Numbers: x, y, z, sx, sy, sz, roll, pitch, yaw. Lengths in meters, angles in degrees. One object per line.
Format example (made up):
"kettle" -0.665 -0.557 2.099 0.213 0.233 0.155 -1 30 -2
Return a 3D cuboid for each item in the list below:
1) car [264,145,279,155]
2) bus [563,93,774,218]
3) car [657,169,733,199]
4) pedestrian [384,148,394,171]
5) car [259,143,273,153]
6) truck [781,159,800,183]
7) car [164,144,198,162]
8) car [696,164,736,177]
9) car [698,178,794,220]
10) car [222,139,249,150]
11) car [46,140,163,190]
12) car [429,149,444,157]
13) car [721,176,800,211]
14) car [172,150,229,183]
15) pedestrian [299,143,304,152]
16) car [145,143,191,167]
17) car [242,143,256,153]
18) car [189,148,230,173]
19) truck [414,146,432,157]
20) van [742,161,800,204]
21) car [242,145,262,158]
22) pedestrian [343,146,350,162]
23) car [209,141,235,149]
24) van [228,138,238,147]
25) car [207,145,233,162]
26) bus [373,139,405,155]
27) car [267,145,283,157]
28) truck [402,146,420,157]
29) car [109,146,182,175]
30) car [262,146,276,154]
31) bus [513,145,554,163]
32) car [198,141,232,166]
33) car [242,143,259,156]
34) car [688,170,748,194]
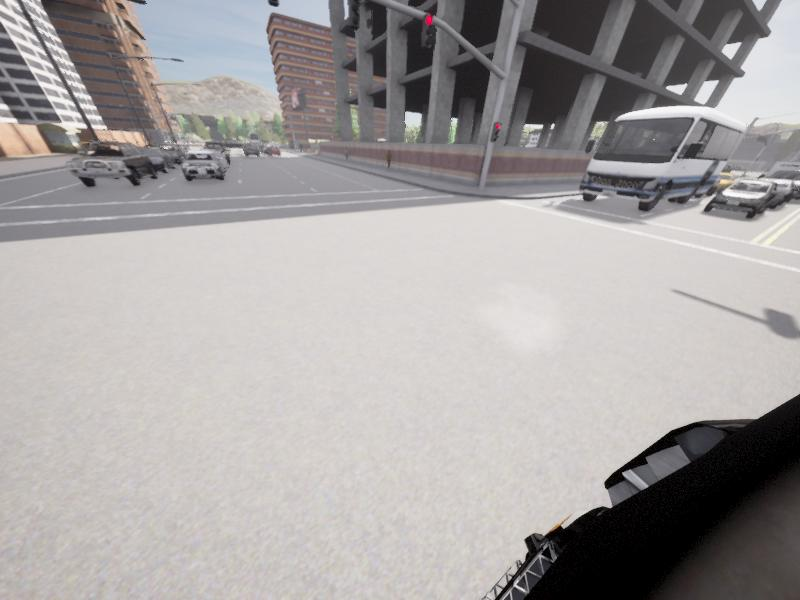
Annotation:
"car" -24.555 -28.596 44.074 1.970 1.475 3.806 -16 38 -26
"bus" 14.862 -7.734 12.903 10.273 4.253 3.944 -16 38 -26
"car" 22.411 -8.914 17.582 4.611 1.667 2.242 -16 38 -26
"pedestrian" -1.092 -13.694 22.598 0.751 1.860 0.751 -14 37 -23
"car" -31.411 -35.519 53.985 2.242 1.667 4.611 -16 38 -26
"truck" 62.629 -18.596 33.181 2.891 3.827 8.468 13 35 15
"car" -23.967 -16.273 25.487 1.816 1.474 4.193 -16 38 -26
"car" 61.248 -25.238 44.831 1.905 1.878 3.866 -16 38 -26
"car" 17.694 -5.282 11.850 3.705 1.549 1.789 -16 38 -26
"car" -43.693 -41.425 61.559 5.566 2.045 2.150 -16 38 -26
"car" -14.660 -7.130 11.978 1.932 1.855 4.605 -14 37 -24
"car" 11.196 -45.174 71.050 1.932 1.855 4.605 -16 38 -26
"car" 23.248 -6.855 14.675 4.902 1.511 2.128 -16 38 -26
"car" -12.317 -8.475 14.548 1.970 1.475 3.806 -16 38 -25
"pedestrian" -24.217 -37.434 56.794 0.751 1.860 0.751 -15 37 -25
"car" -20.920 -13.260 21.034 1.851 1.617 3.988 -16 38 -26
"car" -32.950 -33.121 50.321 2.007 1.525 4.514 -16 38 -26
"car" -15.147 -11.294 18.633 1.812 1.442 4.674 -16 38 -26
"truck" 6.840 -44.110 68.644 2.615 2.467 5.204 -16 38 -26
"van" 29.836 -9.121 17.754 6.366 2.431 2.351 -16 38 -26
"car" -23.010 -23.145 35.915 2.128 1.511 4.902 -16 38 -26
"pedestrian" -7.530 -20.570 32.518 0.751 1.860 0.751 -14 37 -24
"car" -48.306 -42.139 62.751 5.366 1.575 1.801 -16 38 -26
"van" -58.698 -55.604 81.405 1.988 2.561 5.915 -16 38 -26
"car" -21.296 -17.503 27.525 1.837 1.490 4.892 -16 38 -25
"bus" -3.844 -53.718 81.053 10.273 4.253 3.944 -16 38 -26
"car" -21.704 -25.761 39.926 1.789 1.549 3.705 -16 38 -26
"truck" 3.109 -43.047 66.764 2.615 2.467 5.204 -16 38 -26
"car" -17.737 -10.008 16.465 2.163 1.488 4.792 -16 38 -26
"car" -27.601 -31.580 48.528 1.895 1.301 4.718 -16 38 -26
"bus" 43.183 -47.638 75.207 3.944 4.253 10.273 -16 38 -26
"car" -18.136 -14.497 22.850 1.905 1.878 3.866 -16 38 -26
"car" -26.339 -26.545 40.707 2.033 1.649 4.856 -16 38 -26
"car" 28.528 -10.630 20.707 5.366 1.575 1.801 -16 38 -26
